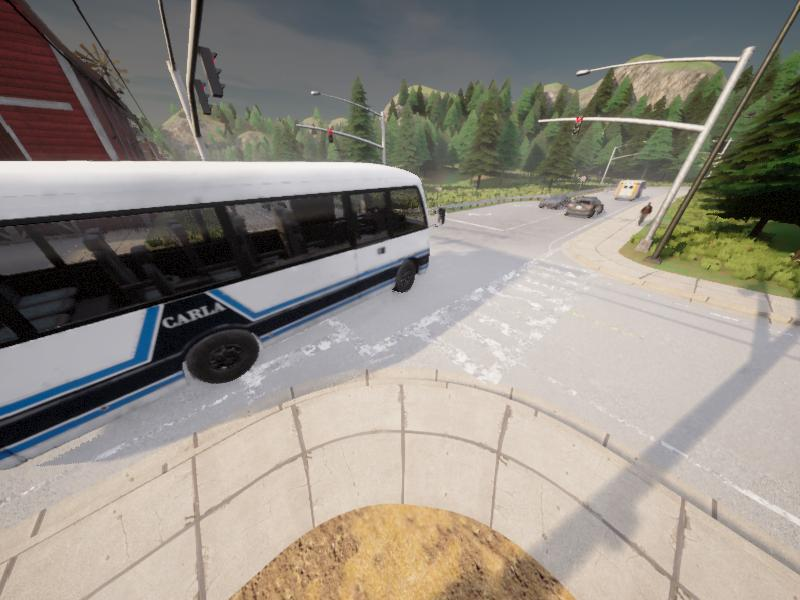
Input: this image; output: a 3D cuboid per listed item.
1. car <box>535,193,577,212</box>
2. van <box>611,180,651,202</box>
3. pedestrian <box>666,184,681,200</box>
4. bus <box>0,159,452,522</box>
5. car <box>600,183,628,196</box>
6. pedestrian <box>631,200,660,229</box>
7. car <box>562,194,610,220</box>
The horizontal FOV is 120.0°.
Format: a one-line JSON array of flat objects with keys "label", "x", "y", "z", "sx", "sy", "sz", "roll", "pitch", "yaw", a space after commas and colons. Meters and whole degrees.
[{"label": "car", "x": 17.770, "y": -11.185, "z": 26.273, "sx": 5.357, "sy": 1.411, "sz": 2.033, "roll": -23, "pitch": 37, "yaw": -34}, {"label": "van", "x": 33.637, "y": -15.999, "z": 33.578, "sx": 6.366, "sy": 2.431, "sz": 2.351, "roll": -22, "pitch": 37, "yaw": -33}, {"label": "pedestrian", "x": 37.916, "y": -14.984, "z": 32.035, "sx": 0.751, "sy": 1.860, "sz": 0.751, "roll": -25, "pitch": 39, "yaw": -37}, {"label": "bus", "x": -3.313, "y": -1.376, "z": 6.438, "sx": 3.944, "sy": 4.253, "sz": 10.273, "roll": 27, "pitch": 40, "yaw": 36}, {"label": "car", "x": 37.307, "y": -19.338, "z": 40.254, "sx": 4.611, "sy": 1.667, "sz": 2.242, "roll": -22, "pitch": 36, "yaw": -33}, {"label": "pedestrian", "x": 18.054, "y": -6.321, "z": 17.029, "sx": 0.751, "sy": 1.860, "sz": 0.751, "roll": -21, "pitch": 36, "yaw": -32}, {"label": "car", "x": 18.156, "y": -9.168, "z": 22.503, "sx": 4.611, "sy": 1.667, "sz": 2.242, "roll": -23, "pitch": 37, "yaw": -34}]
